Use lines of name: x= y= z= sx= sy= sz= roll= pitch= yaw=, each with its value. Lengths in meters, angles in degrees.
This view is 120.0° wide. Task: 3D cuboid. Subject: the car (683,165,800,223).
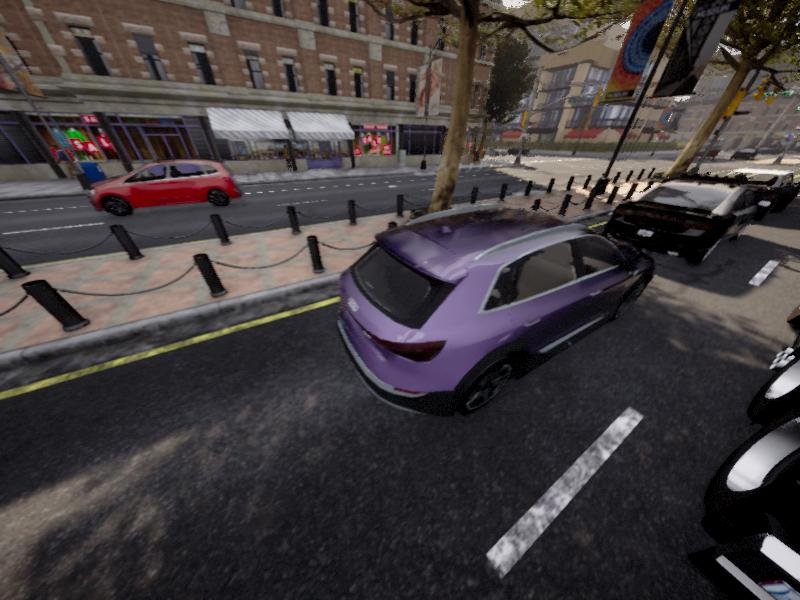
car: x=13.599 y=-4.229 z=8.939 sx=3.806 sy=1.475 sz=1.970 roll=-16 pitch=38 yaw=-22

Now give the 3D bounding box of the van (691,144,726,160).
van: x=48.580 y=-23.386 z=36.390 sx=4.442 sy=1.987 sz=1.775 roll=-18 pitch=39 yaw=-24

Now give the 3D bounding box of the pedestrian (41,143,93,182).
pedestrian: x=-19.160 y=-7.957 z=13.348 sx=0.751 sy=1.860 sz=0.751 roll=-18 pitch=39 yaw=-24

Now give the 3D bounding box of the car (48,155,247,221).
car: x=-8.953 y=-4.562 z=9.035 sx=4.611 sy=1.667 sz=2.242 roll=-18 pitch=39 yaw=-24

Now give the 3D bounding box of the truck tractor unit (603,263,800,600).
truck tractor unit: x=5.114 y=-0.292 z=0.808 sx=6.516 sy=4.208 sz=3.053 roll=-18 pitch=38 yaw=-25

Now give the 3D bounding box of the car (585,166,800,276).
car: x=7.689 y=-2.379 z=6.077 sx=5.238 sy=1.638 sz=1.930 roll=-18 pitch=39 yaw=-24

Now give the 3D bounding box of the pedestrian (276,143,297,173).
pedestrian: x=-8.434 y=-10.555 z=17.187 sx=0.751 sy=1.860 sz=0.751 roll=-25 pitch=42 yaw=-32

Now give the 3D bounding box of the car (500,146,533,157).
car: x=20.665 y=-26.529 z=41.076 sx=1.837 sy=1.490 sz=4.892 roll=-18 pitch=38 yaw=-24

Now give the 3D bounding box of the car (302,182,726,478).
car: x=1.584 y=-0.390 z=3.170 sx=4.856 sy=1.649 sz=2.033 roll=-18 pitch=39 yaw=-24

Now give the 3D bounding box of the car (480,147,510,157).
car: x=16.733 y=-26.378 z=40.998 sx=1.895 sy=1.301 sz=4.718 roll=-18 pitch=39 yaw=-25

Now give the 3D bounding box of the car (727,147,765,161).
car: x=52.390 y=-22.176 z=34.987 sx=5.238 sy=1.638 sz=1.930 roll=-18 pitch=39 yaw=-24
